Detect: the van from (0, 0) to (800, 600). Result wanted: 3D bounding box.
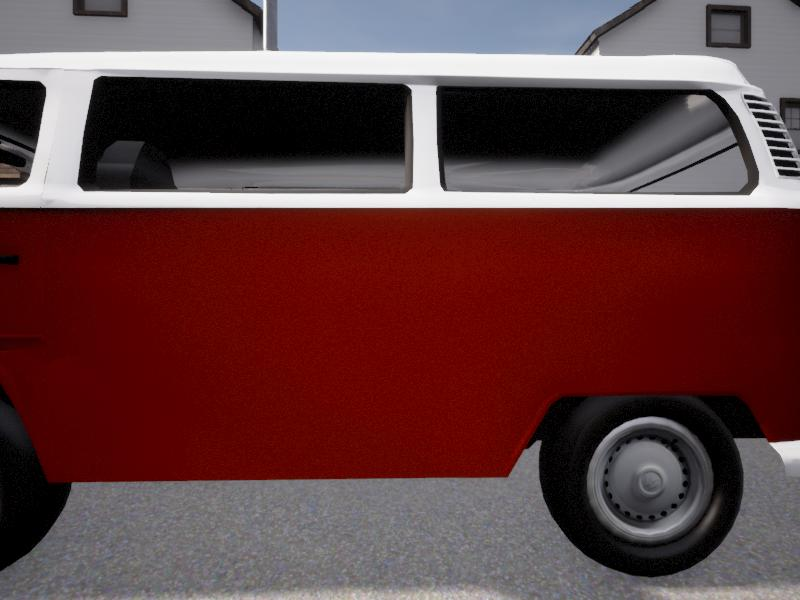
[{"bbox_3d":[-0.423,-0.028,2.192,4.480,2.038,2.069,0,0,-2],"label":"van"}]
